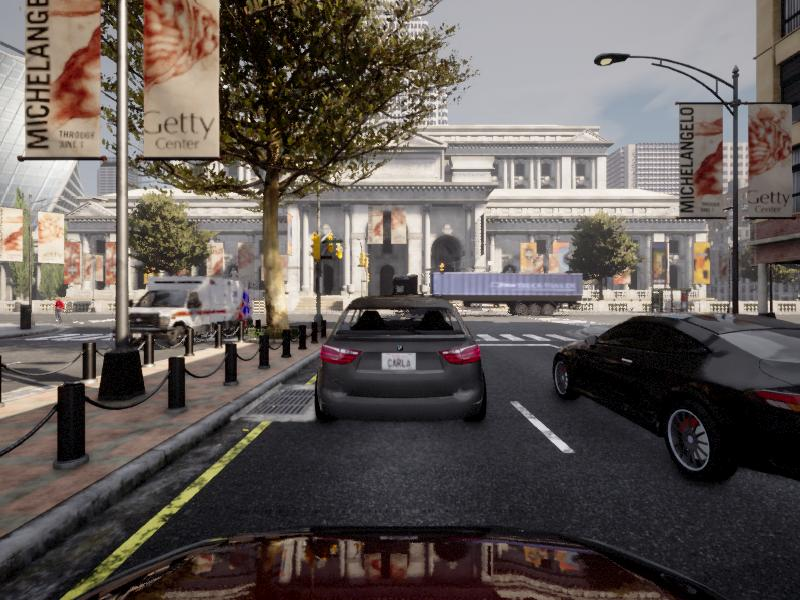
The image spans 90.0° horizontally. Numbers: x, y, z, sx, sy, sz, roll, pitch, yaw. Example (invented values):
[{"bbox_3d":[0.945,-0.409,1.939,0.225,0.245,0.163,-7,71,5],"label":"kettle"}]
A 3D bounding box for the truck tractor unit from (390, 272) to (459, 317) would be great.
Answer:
[{"bbox_3d":[2.321,-0.521,39.271,6.516,4.208,3.053,0,0,0],"label":"truck tractor unit"}]

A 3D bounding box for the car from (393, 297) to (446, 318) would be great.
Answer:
[{"bbox_3d":[1.677,0.652,35.774,4.605,1.855,1.932,0,0,0],"label":"car"}]

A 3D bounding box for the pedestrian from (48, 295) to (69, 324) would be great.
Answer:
[{"bbox_3d":[-22.435,0.637,26.322,0.751,1.860,0.751,0,0,-2],"label":"pedestrian"}]

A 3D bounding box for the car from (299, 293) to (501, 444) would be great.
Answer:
[{"bbox_3d":[0.019,0.756,6.742,2.242,1.667,4.611,0,0,0],"label":"car"}]

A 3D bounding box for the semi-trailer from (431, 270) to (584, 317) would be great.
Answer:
[{"bbox_3d":[10.234,-0.617,39.220,14.254,4.402,2.717,0,0,0],"label":"semi-trailer"}]

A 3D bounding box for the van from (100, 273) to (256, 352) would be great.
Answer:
[{"bbox_3d":[-7.956,0.378,15.429,2.351,2.431,6.366,0,0,1],"label":"van"}]

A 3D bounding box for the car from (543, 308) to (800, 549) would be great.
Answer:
[{"bbox_3d":[3.472,0.870,4.859,1.812,1.442,4.674,0,0,0],"label":"car"}]
